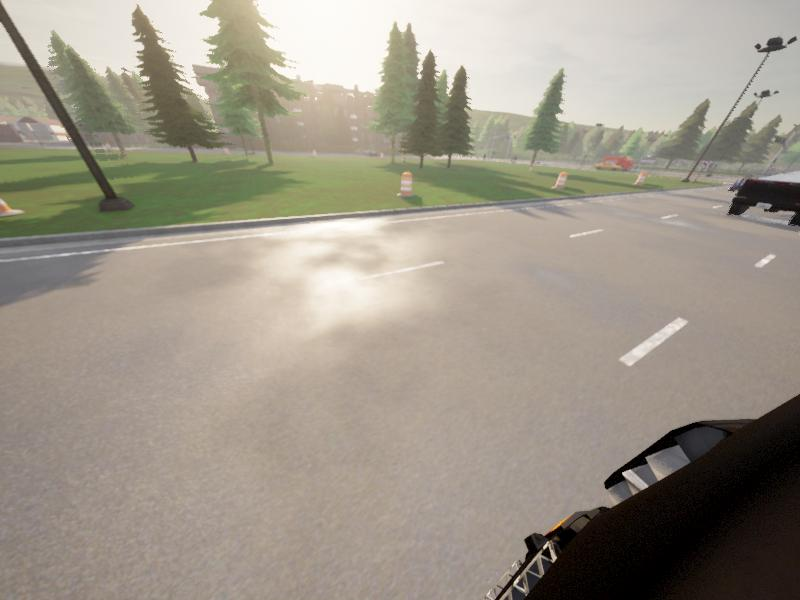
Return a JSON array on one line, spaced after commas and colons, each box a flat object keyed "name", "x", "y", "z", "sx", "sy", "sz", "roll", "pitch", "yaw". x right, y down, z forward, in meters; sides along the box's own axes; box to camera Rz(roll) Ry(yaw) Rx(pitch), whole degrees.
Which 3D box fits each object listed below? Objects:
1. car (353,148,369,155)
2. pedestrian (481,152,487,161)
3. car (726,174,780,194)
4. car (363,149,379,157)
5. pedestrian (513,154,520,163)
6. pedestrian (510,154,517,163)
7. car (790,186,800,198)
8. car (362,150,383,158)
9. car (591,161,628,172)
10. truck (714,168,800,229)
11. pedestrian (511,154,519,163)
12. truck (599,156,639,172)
[{"name": "car", "x": -10.573, "y": -40.274, "z": 62.703, "sx": 3.633, "sy": 1.501, "sz": 1.845, "roll": -15, "pitch": 37, "yaw": -24}, {"name": "pedestrian", "x": 23.087, "y": -39.501, "z": 63.555, "sx": 0.751, "sy": 1.860, "sz": 0.751, "roll": -10, "pitch": 36, "yaw": -19}, {"name": "car", "x": 34.016, "y": -11.229, "z": 22.281, "sx": 4.193, "sy": 1.474, "sz": 1.816, "roll": -15, "pitch": 37, "yaw": -25}, {"name": "car", "x": -7.272, "y": -36.754, "z": 57.632, "sx": 3.633, "sy": 1.501, "sz": 1.845, "roll": -15, "pitch": 37, "yaw": -24}, {"name": "pedestrian", "x": 28.082, "y": -33.948, "z": 55.536, "sx": 0.751, "sy": 1.860, "sz": 0.751, "roll": -11, "pitch": 36, "yaw": -20}, {"name": "pedestrian", "x": 27.629, "y": -34.587, "z": 56.469, "sx": 0.751, "sy": 1.860, "sz": 0.751, "roll": -11, "pitch": 36, "yaw": -20}, {"name": "car", "x": 37.535, "y": -9.945, "z": 20.638, "sx": 4.674, "sy": 1.442, "sz": 1.812, "roll": -15, "pitch": 37, "yaw": -25}, {"name": "car", "x": -6.469, "y": -34.662, "z": 54.774, "sx": 4.718, "sy": 1.301, "sz": 1.895, "roll": -15, "pitch": 37, "yaw": -24}, {"name": "car", "x": 44.279, "y": -28.398, "z": 49.000, "sx": 1.801, "sy": 1.575, "sz": 5.366, "roll": -14, "pitch": 37, "yaw": -24}, {"name": "truck", "x": 19.367, "y": -5.005, "z": 11.160, "sx": 6.274, "sy": 2.098, "sz": 2.390, "roll": -9, "pitch": 35, "yaw": -17}, {"name": "pedestrian", "x": 27.425, "y": -33.723, "z": 55.145, "sx": 0.751, "sy": 1.860, "sz": 0.751, "roll": -13, "pitch": 37, "yaw": -22}, {"name": "truck", "x": 47.386, "y": -29.582, "z": 50.188, "sx": 2.627, "sy": 2.467, "sz": 5.204, "roll": -14, "pitch": 37, "yaw": -24}]
